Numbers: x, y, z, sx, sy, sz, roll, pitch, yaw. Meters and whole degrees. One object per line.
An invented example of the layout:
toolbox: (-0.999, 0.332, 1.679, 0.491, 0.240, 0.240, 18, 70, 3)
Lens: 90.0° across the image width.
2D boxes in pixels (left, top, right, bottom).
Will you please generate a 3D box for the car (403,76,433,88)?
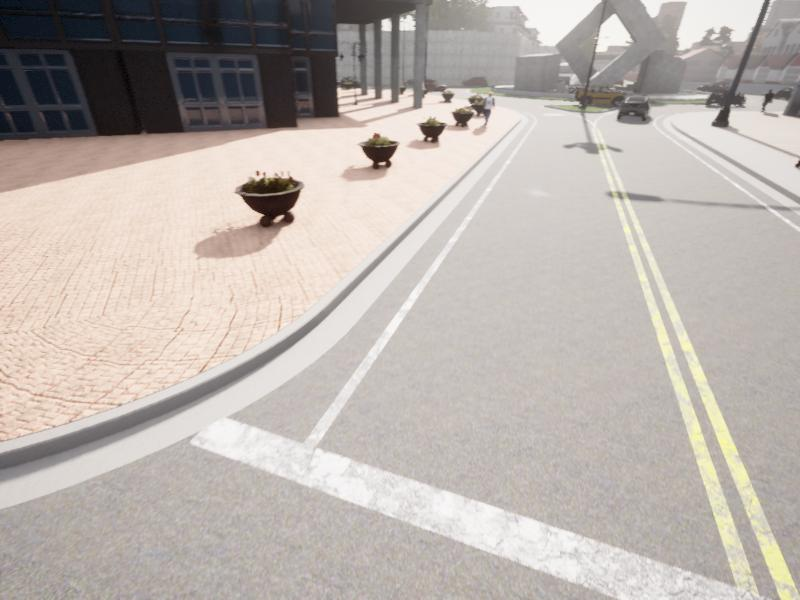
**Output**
car: (3.269, -39.406, 72.249, 5.027, 1.651, 2.152, 5, 30, 7)

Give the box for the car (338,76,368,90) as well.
car: (-7.099, -32.818, 60.484, 3.988, 1.617, 1.851, 16, 33, 24)

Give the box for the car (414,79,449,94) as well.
car: (4.437, -30.461, 56.963, 2.152, 1.651, 5.027, -20, 36, -31)

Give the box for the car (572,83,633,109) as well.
car: (18.700, -18.966, 37.140, 4.605, 1.855, 1.932, 13, 33, 19)

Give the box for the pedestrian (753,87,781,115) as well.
pedestrian: (28.641, -15.528, 31.216, 0.751, 1.860, 0.751, -9, 32, -17)

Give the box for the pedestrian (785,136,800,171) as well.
pedestrian: (13.779, -5.261, 13.209, 0.751, 1.860, 0.751, 14, 33, 22)

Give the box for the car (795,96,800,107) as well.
car: (42.936, -20.968, 41.493, 5.238, 1.638, 1.930, -26, 40, -38)

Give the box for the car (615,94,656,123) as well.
car: (16.884, -13.794, 28.616, 1.837, 1.490, 4.892, 18, 34, 27)

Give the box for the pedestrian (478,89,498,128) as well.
pedestrian: (4.819, -10.470, 21.875, 0.751, 1.860, 0.751, 11, 32, 17)

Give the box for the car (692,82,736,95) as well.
car: (49.067, -33.150, 62.633, 2.242, 1.667, 4.611, -12, 33, -21)

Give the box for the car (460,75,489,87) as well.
car: (13.582, -39.872, 72.894, 4.553, 1.767, 2.097, -7, 31, -13)

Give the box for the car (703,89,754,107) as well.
car: (32.741, -20.170, 39.947, 3.633, 1.501, 1.845, -8, 31, -15)
